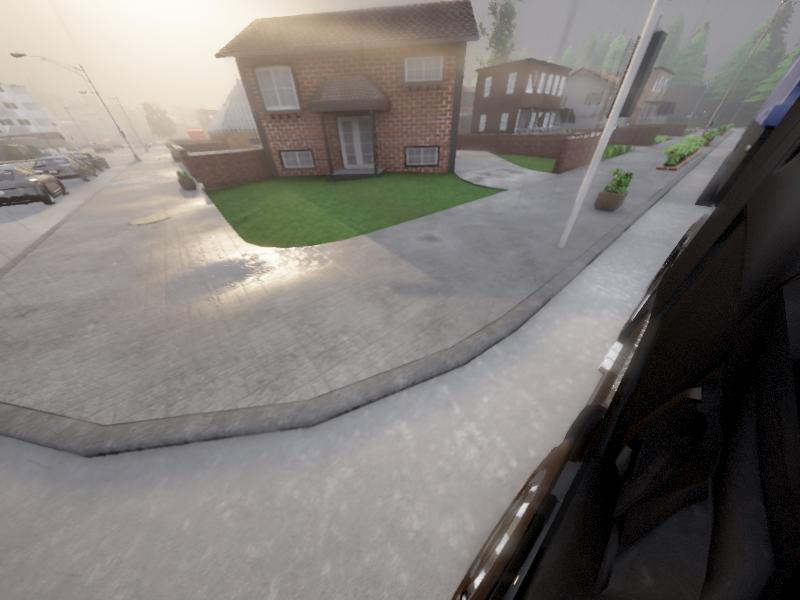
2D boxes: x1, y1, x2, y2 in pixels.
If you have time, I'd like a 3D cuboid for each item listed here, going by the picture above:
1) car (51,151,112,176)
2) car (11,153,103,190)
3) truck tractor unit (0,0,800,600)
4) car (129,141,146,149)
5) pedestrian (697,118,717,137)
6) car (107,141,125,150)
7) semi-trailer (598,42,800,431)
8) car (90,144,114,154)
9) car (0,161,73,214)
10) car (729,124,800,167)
[{"bbox_3d":[-25.895,-11.316,18.991,1.895,1.301,4.718,-27,43,-29],"label":"car"},{"bbox_3d":[-21.269,-8.327,14.668,2.033,1.411,5.357,-28,44,-30],"label":"car"},{"bbox_3d":[2.645,-0.295,0.351,6.516,4.208,3.053,-28,44,-30],"label":"truck tractor unit"},{"bbox_3d":[-67.550,-40.069,59.615,2.152,1.651,5.027,-28,44,-30],"label":"car"},{"bbox_3d":[37.792,-21.272,28.449,0.751,1.860,0.751,-29,45,-32],"label":"pedestrian"},{"bbox_3d":[-71.003,-38.845,57.896,1.930,1.638,5.238,-28,44,-30],"label":"car"},{"bbox_3d":[8.702,-3.580,4.257,14.254,4.402,2.717,-28,44,-30],"label":"semi-trailer"},{"bbox_3d":[-56.781,-28.970,44.144,1.994,1.385,4.181,-28,44,-30],"label":"car"},{"bbox_3d":[-16.212,-4.801,9.705,1.994,1.385,4.181,-30,45,-32],"label":"car"},{"bbox_3d":[20.541,-8.680,12.827,5.238,1.638,1.930,-28,44,-30],"label":"car"}]
